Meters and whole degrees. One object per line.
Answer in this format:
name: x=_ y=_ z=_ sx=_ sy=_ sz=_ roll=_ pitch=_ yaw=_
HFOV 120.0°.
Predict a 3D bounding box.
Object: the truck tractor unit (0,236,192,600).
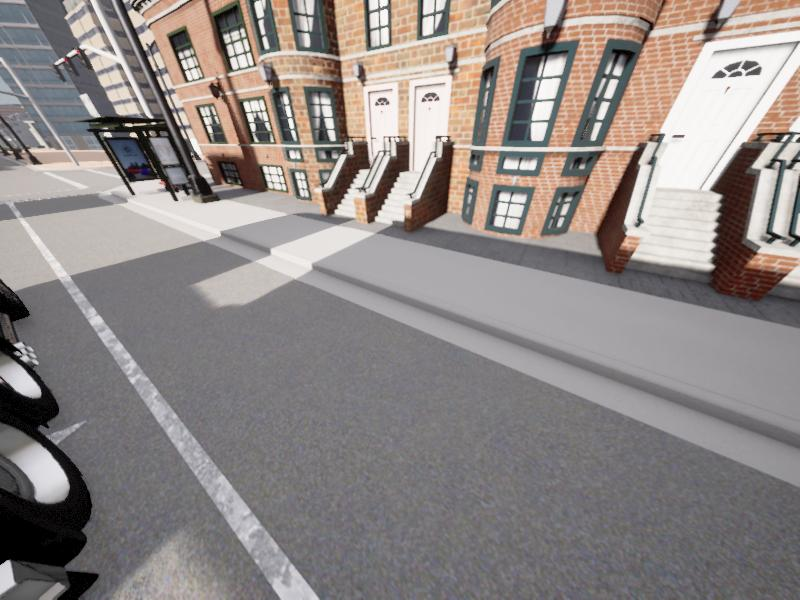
truck tractor unit: x=-5.060 y=-0.350 z=0.840 sx=6.516 sy=4.208 sz=3.053 roll=20 pitch=40 yaw=26
